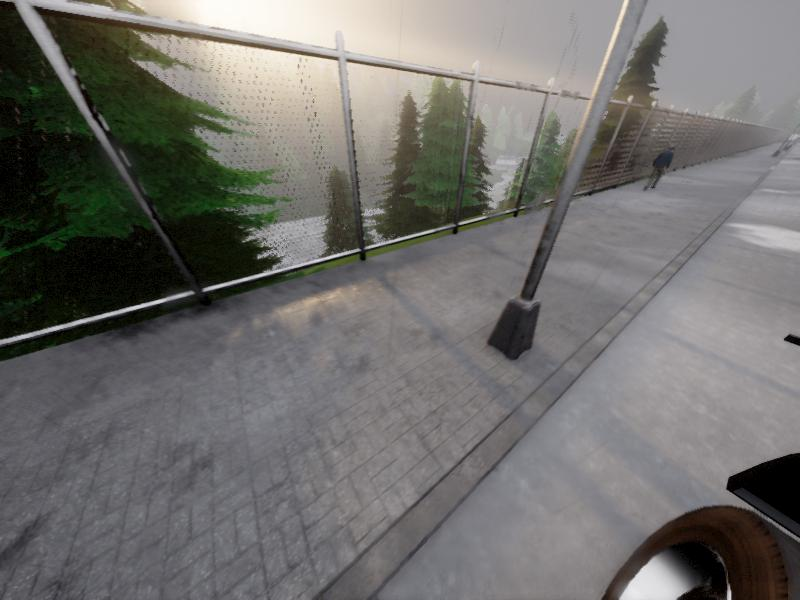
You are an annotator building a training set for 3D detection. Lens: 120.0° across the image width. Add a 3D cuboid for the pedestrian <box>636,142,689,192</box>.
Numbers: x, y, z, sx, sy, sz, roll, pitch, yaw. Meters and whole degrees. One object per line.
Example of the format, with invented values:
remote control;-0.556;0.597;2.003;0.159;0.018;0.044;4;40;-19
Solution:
pedestrian;11.889;-6.042;10.521;0.751;1.860;0.751;-21;40;-27
